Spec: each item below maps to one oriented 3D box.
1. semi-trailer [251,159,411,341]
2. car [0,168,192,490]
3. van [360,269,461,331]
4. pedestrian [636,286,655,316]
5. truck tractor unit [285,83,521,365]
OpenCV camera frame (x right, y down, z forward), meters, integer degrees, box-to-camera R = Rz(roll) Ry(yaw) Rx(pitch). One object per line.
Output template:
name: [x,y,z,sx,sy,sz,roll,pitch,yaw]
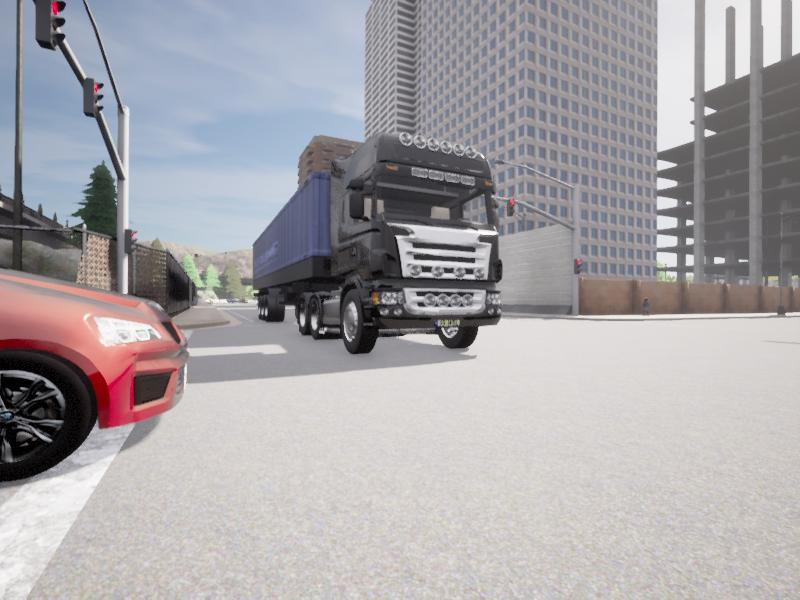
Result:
semi-trailer: [-4.050,-1.231,16.662,2.717,4.402,14.254,0,0,-26]
car: [-3.889,0.148,2.429,4.611,1.667,2.242,0,0,-26]
van: [0.212,-0.003,15.666,2.069,2.038,4.480,0,0,-27]
pedestrian: [15.758,0.069,25.652,0.751,1.860,0.751,0,0,-30]
truck tractor unit: [-0.597,-1.107,9.546,3.053,4.208,6.516,0,0,-26]
